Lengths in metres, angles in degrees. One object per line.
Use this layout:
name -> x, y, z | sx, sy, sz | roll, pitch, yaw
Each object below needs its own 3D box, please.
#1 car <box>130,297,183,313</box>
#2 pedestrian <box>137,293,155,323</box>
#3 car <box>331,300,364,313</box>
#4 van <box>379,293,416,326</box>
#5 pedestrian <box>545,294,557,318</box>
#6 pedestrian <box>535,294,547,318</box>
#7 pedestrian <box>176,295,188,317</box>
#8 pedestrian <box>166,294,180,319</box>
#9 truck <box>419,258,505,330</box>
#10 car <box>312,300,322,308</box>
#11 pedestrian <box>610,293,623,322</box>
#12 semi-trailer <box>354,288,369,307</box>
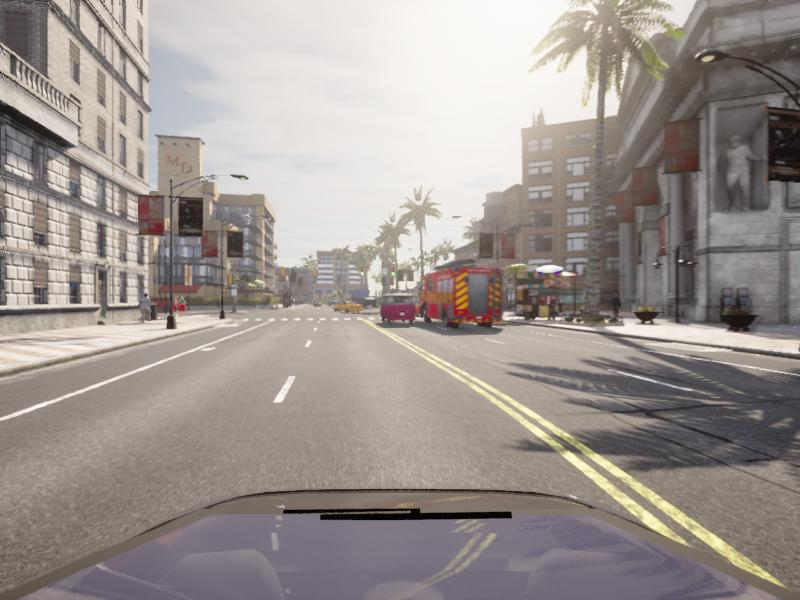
car -> -32.210, 0.584, 53.025 | 5.566, 2.045, 2.150 | 0, 0, -11
pedestrian -> -15.795, 0.493, 24.850 | 0.751, 1.860, 0.751 | 0, 0, -14
car -> -6.688, 0.790, 50.507 | 1.801, 1.575, 5.366 | 0, 0, -37
van -> -0.249, 0.589, 27.008 | 1.775, 1.987, 4.442 | 0, 0, -10
pedestrian -> 11.965, 0.460, 31.621 | 0.751, 1.860, 0.751 | 0, 0, 33
pedestrian -> 11.329, 0.461, 32.044 | 0.751, 1.860, 0.751 | 0, 0, 33
pedestrian -> -18.729, 0.493, 34.425 | 0.751, 1.860, 0.751 | 0, 0, -14
pedestrian -> -17.002, 0.492, 29.958 | 0.751, 1.860, 0.751 | 0, 0, -19
truck -> 3.553, -0.333, 25.693 | 2.891, 3.827, 8.468 | 0, 0, -10
car -> -17.797, 0.776, 85.844 | 1.851, 1.617, 3.988 | 0, 0, -10
pedestrian -> 13.864, 0.461, 25.641 | 0.751, 1.860, 0.751 | 0, 0, 29
semi-trailer -> -9.830, -0.648, 100.818 | 2.717, 4.402, 14.254 | 0, 0, -11
